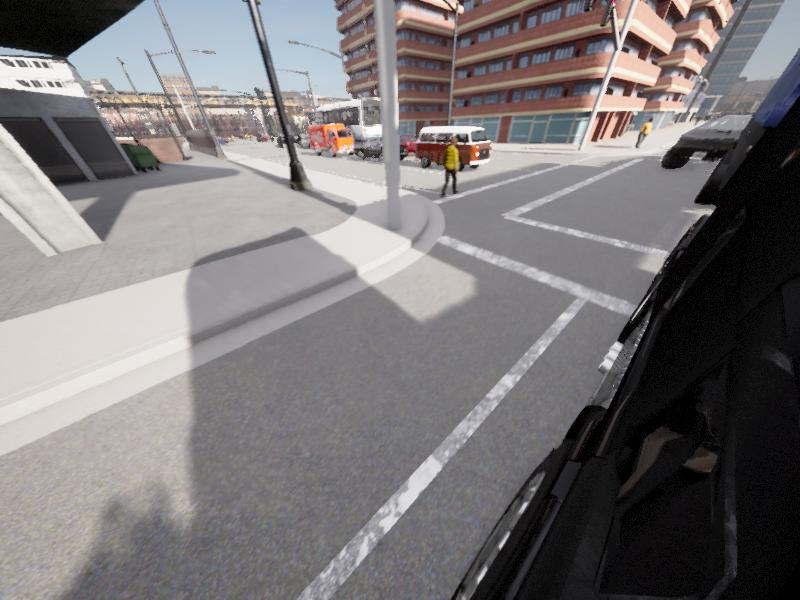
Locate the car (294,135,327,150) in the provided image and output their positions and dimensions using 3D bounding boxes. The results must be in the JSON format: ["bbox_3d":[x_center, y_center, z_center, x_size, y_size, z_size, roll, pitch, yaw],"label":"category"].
[{"bbox_3d":[-12.560,-22.151,32.344,2.038,1.542,4.974,-30,45,-32],"label":"car"}]

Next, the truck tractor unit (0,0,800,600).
[{"bbox_3d":[2.645,-0.295,0.351,6.516,4.208,3.053,-28,44,-30],"label":"truck tractor unit"}]

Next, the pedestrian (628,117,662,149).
[{"bbox_3d":[17.993,-12.290,17.042,0.751,1.860,0.751,1,37,4],"label":"pedestrian"}]

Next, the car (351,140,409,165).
[{"bbox_3d":[-1.587,-11.478,17.813,1.895,1.301,4.718,-29,45,-31],"label":"car"}]

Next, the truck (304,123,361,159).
[{"bbox_3d":[-6.416,-15.132,21.939,2.627,2.467,5.204,-29,44,-31],"label":"truck"}]

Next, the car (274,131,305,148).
[{"bbox_3d":[-17.754,-25.833,37.074,2.150,2.045,5.566,-31,45,-32],"label":"car"}]

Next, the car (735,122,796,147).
[{"bbox_3d":[28.351,-12.957,18.051,4.181,1.385,1.994,-28,44,-30],"label":"car"}]

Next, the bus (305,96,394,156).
[{"bbox_3d":[-5.550,-18.314,24.624,3.944,4.253,10.273,-29,44,-30],"label":"bus"}]

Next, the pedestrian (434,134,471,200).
[{"bbox_3d":[1.754,-4.563,7.972,0.751,1.860,0.751,-29,44,-30],"label":"pedestrian"}]

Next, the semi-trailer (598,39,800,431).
[{"bbox_3d":[8.675,-3.617,4.256,14.254,4.402,2.717,-28,44,-30],"label":"semi-trailer"}]

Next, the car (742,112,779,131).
[{"bbox_3d":[48.175,-23.824,30.907,4.605,1.855,1.932,-28,44,-30],"label":"car"}]

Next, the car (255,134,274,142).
[{"bbox_3d":[-34.734,-41.468,59.215,3.806,1.475,1.970,-14,38,-14],"label":"car"}]

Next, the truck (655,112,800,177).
[{"bbox_3d":[15.710,-7.418,10.813,6.274,2.098,2.390,-17,41,-20],"label":"truck"}]

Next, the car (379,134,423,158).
[{"bbox_3d":[0.078,-13.670,20.426,1.845,1.501,3.633,-29,44,-31],"label":"car"}]

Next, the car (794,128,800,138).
[{"bbox_3d":[39.640,-16.476,21.650,3.866,1.878,1.905,-28,44,-30],"label":"car"}]

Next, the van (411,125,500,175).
[{"bbox_3d":[2.926,-8.736,13.318,2.069,2.038,4.480,-30,45,-31],"label":"van"}]
